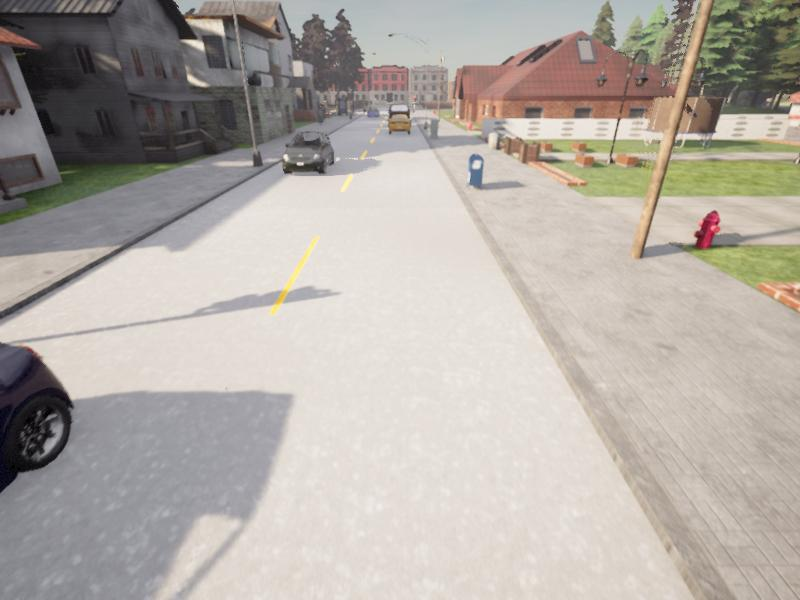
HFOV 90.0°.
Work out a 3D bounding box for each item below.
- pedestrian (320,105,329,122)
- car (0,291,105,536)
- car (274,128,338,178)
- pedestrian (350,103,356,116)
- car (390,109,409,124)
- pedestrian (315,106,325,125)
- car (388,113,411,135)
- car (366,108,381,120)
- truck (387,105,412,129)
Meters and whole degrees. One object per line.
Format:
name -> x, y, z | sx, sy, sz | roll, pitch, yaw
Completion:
pedestrian -> -9.047, -22.270, 47.834 | 0.751, 1.860, 0.751 | 2, 27, 4
car -> -4.004, 1.413, 2.222 | 1.845, 1.501, 3.633 | 0, 27, 0
car -> -4.019, -6.621, 17.826 | 1.851, 1.617, 3.988 | 0, 27, 0
pedestrian -> -7.201, -29.393, 61.725 | 0.751, 1.860, 0.751 | -7, 28, -14
car -> -0.058, -22.641, 49.210 | 2.128, 1.511, 4.902 | 0, 27, 0
pedestrian -> -8.697, -20.030, 43.460 | 0.751, 1.860, 0.751 | 2, 27, 4
car -> -0.034, -15.724, 35.673 | 1.882, 1.535, 5.008 | 0, 27, 0
car -> -4.056, -28.407, 61.019 | 2.007, 1.525, 4.514 | 0, 27, 0
truck -> -0.044, -19.376, 42.191 | 2.390, 2.098, 6.274 | 0, 27, 0
